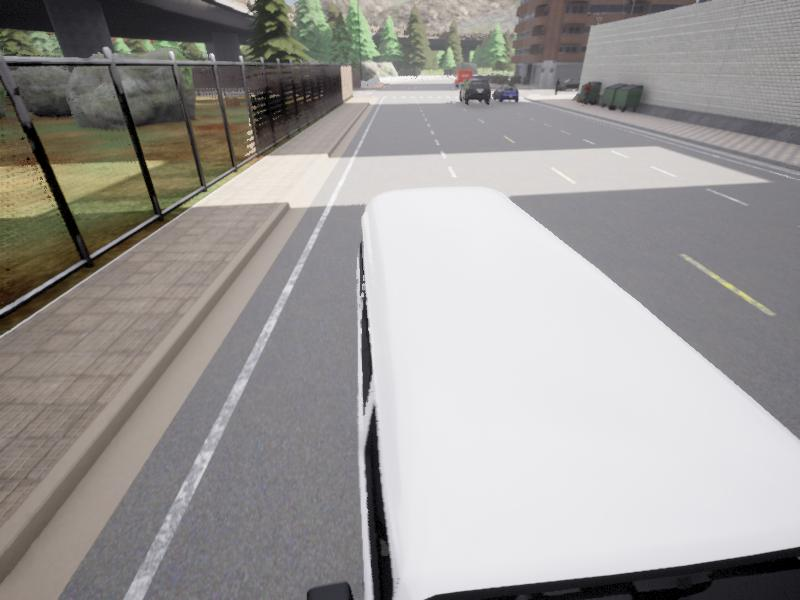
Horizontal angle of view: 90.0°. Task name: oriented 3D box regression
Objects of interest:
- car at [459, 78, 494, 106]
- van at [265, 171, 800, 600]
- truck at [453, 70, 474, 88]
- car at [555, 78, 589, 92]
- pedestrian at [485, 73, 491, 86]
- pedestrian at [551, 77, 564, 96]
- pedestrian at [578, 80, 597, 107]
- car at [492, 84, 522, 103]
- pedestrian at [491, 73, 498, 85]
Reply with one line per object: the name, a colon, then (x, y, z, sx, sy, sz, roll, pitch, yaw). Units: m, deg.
car: (6.919, -19.306, 36.975, 2.150, 2.045, 5.566, 0, 30, 0)
van: (0.564, 0.609, 2.945, 2.069, 2.038, 4.480, -4, 30, -5)
truck: (10.360, -36.301, 65.608, 2.627, 2.467, 5.204, 0, 30, 0)
car: (23.778, -29.822, 55.482, 3.705, 1.549, 1.789, 0, 30, 0)
pedestrian: (14.254, -35.642, 64.750, 0.751, 1.860, 0.751, 0, 30, 0)
pedestrian: (17.687, -24.033, 44.965, 0.751, 1.860, 0.751, -4, 31, -6)
pedestrian: (14.983, -16.532, 32.034, 0.751, 1.860, 0.751, -1, 30, -1)
car: (10.412, -20.264, 39.166, 1.816, 1.474, 4.193, 0, 30, 0)
pedestrian: (16.603, -38.856, 70.211, 0.751, 1.860, 0.751, 0, 30, 0)
